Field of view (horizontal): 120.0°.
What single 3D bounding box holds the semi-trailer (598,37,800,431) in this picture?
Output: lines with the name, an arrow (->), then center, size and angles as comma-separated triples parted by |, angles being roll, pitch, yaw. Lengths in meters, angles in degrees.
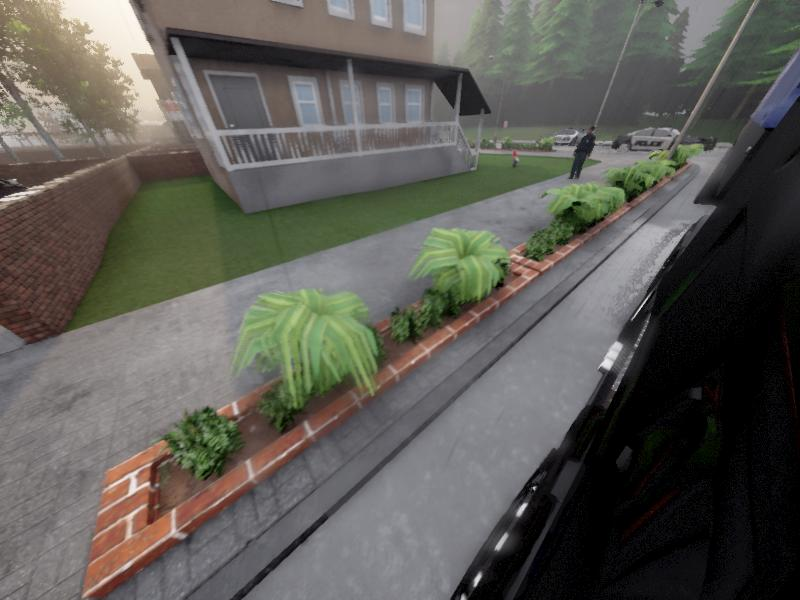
semi-trailer -> 8.663, -3.626, 4.265 | 14.254, 4.402, 2.717 | -29, 44, -30

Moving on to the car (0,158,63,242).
car -> -11.149, -2.541, 5.867 | 1.845, 1.501, 3.633 | -27, 43, -29

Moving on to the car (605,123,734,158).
car -> 17.884, -10.940, 15.789 | 1.930, 1.638, 5.238 | -19, 40, -22

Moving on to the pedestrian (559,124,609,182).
pedestrian -> 7.314, -5.871, 9.271 | 0.751, 1.860, 0.751 | -21, 41, -23

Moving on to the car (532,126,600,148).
car -> 16.402, -16.318, 23.153 | 2.038, 1.542, 4.974 | -27, 43, -29

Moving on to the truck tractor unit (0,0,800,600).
truck tractor unit -> 2.645, -0.295, 0.351 | 6.516, 4.208, 3.053 | -28, 44, -30
